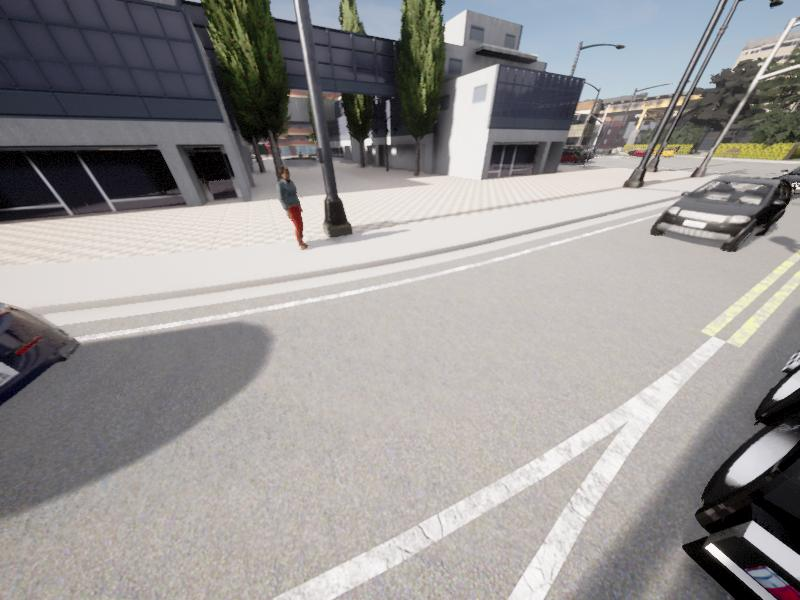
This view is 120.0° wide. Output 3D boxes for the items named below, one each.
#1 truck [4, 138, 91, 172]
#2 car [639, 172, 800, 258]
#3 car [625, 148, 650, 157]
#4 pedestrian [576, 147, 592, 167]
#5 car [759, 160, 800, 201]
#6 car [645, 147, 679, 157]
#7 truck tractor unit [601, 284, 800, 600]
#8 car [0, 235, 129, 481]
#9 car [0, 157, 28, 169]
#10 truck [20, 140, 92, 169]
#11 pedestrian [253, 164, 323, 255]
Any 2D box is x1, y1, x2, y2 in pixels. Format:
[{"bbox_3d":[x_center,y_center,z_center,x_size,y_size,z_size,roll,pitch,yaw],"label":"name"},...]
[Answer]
[{"bbox_3d":[-51.354,-21.540,34.264,2.891,3.827,8.468,-17,37,-23],"label":"truck"},{"bbox_3d":[9.184,-2.576,6.509,3.705,1.549,1.789,-16,37,-22],"label":"car"},{"bbox_3d":[47.458,-29.557,46.282,1.970,1.475,3.806,10,35,15],"label":"car"},{"bbox_3d":[20.424,-15.897,25.676,0.751,1.860,0.751,22,40,30],"label":"pedestrian"},{"bbox_3d":[20.727,-6.049,11.524,4.892,1.490,1.837,-17,37,-23],"label":"car"},{"bbox_3d":[50.807,-28.772,44.934,1.801,1.575,5.366,9,35,14],"label":"car"},{"bbox_3d":[5.120,-0.294,0.747,6.516,4.208,3.053,-17,37,-22],"label":"truck tractor unit"},{"bbox_3d":[-6.008,0.966,1.446,5.027,1.651,2.152,-8,34,-11],"label":"car"},{"bbox_3d":[-67.223,-23.307,39.236,1.930,1.638,5.238,-17,37,-23],"label":"car"},{"bbox_3d":[-59.224,-25.417,40.253,2.891,3.827,8.468,-17,37,-23],"label":"truck"},{"bbox_3d":[-2.550,-2.128,5.493,0.751,1.860,0.751,9,35,15],"label":"pedestrian"}]
